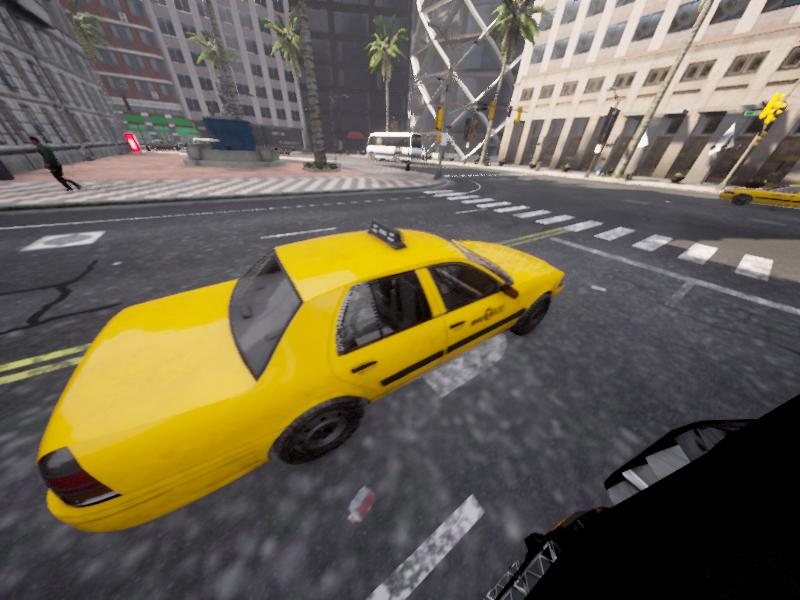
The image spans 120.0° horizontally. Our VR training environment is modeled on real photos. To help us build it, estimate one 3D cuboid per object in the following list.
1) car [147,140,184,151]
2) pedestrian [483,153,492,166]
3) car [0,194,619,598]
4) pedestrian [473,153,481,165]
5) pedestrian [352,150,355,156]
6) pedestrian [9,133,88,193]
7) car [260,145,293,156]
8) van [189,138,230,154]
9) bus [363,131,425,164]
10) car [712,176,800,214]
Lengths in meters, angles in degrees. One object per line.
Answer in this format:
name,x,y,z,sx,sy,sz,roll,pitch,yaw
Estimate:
car,-40.194,-26.563,39.708,3.806,1.475,1.970,-11,36,-21
pedestrian,15.755,-25.313,41.610,0.751,1.860,0.751,-23,41,-33
car,0.081,-0.135,2.770,5.366,1.575,1.801,-18,39,-29
pedestrian,14.288,-26.345,43.057,0.751,1.860,0.751,-19,39,-30
pedestrian,-10.915,-34.664,54.345,0.500,1.100,0.500,17,36,20
pedestrian,-13.137,-5.151,8.742,0.751,1.860,0.751,-20,40,-31
car,-22.924,-27.805,42.965,4.792,1.488,2.163,2,33,-2
van,-31.987,-25.943,38.911,4.480,2.038,2.069,-5,34,-12
bus,-1.330,-26.384,40.014,10.273,4.253,3.944,25,38,29
car,23.592,-6.269,13.944,1.801,1.575,5.366,-18,39,-29
